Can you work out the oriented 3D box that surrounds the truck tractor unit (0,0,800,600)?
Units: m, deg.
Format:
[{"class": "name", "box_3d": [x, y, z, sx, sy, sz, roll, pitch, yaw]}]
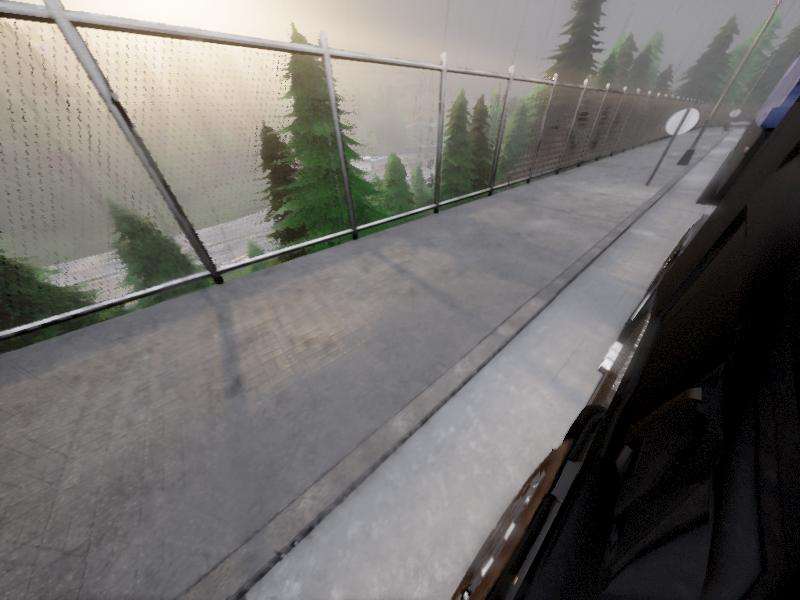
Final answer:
[{"class": "truck tractor unit", "box_3d": [2.645, -0.295, 0.351, 6.516, 4.208, 3.053, -28, 44, -30]}]

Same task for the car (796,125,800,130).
[{"class": "car", "box_3d": [52.830, -22.661, 29.183, 5.027, 1.651, 2.152, -24, 42, -26]}]

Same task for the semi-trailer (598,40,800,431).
[{"class": "semi-trailer", "box_3d": [8.693, -3.610, 4.231, 14.254, 4.402, 2.717, -28, 44, -30]}]

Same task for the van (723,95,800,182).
[{"class": "van", "box_3d": [16.491, -7.009, 9.841, 5.915, 2.561, 1.988, -28, 44, -30]}]
